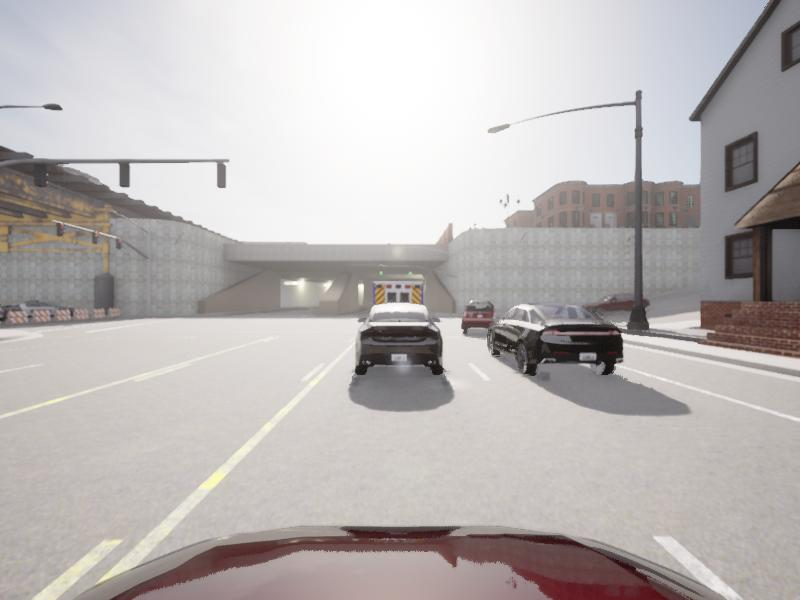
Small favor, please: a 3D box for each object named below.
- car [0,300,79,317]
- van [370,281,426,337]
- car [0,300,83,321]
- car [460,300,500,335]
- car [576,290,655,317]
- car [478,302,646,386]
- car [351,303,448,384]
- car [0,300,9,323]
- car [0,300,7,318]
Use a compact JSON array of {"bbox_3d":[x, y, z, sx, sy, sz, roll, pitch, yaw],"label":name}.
[{"bbox_3d":[-29.068,0.623,32.308,1.853,1.218,4.536,0,0,28],"label":"car"},{"bbox_3d":[-0.325,0.386,20.612,2.351,2.431,6.366,0,0,-5],"label":"van"},{"bbox_3d":[-29.044,0.780,32.353,2.038,1.542,4.974,0,0,28],"label":"car"},{"bbox_3d":[4.236,0.812,20.916,1.851,1.617,3.988,0,0,13],"label":"car"},{"bbox_3d":[15.777,0.259,29.421,4.674,1.442,1.812,-6,0,2],"label":"car"},{"bbox_3d":[3.477,0.832,9.835,2.128,1.511,4.902,0,0,0],"label":"car"},{"bbox_3d":[-0.022,0.840,10.028,1.837,1.490,4.892,0,0,0],"label":"car"},{"bbox_3d":[-28.241,0.783,26.989,2.038,1.542,4.974,0,0,-37],"label":"car"},{"bbox_3d":[-28.273,0.625,27.030,1.853,1.218,4.536,0,0,-37],"label":"car"}]
